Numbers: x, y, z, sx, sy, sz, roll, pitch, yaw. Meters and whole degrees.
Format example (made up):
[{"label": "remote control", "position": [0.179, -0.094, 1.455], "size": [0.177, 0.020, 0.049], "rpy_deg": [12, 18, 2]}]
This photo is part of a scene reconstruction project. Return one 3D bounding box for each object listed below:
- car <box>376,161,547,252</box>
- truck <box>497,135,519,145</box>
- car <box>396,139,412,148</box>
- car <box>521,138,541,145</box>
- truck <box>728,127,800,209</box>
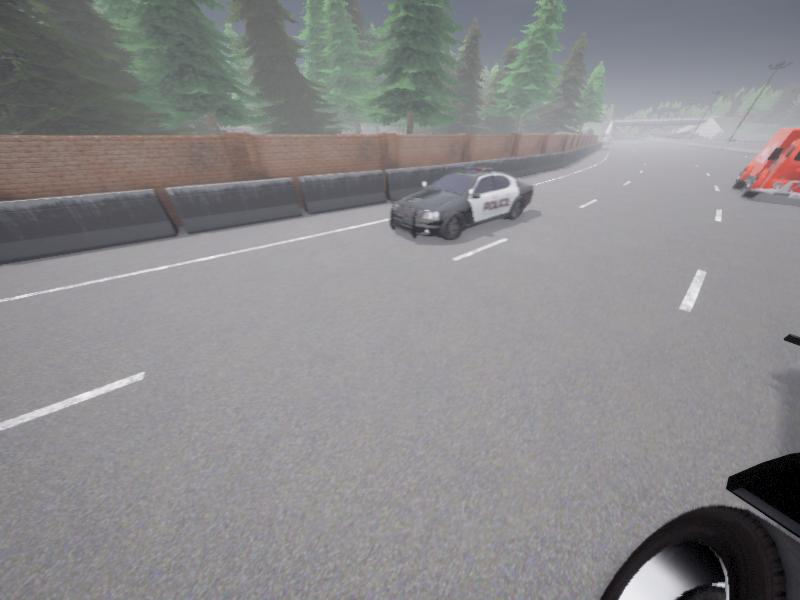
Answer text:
[{"label": "car", "position": [1.976, -3.124, 7.031], "size": [4.974, 1.542, 2.038], "rpy_deg": [-24, 41, -30]}, {"label": "truck", "position": [34.599, -51.297, 74.119], "size": [5.204, 2.467, 2.627], "rpy_deg": [24, 42, 31]}, {"label": "car", "position": [1.112, -43.237, 63.873], "size": [1.932, 1.855, 4.605], "rpy_deg": [26, 43, 32]}, {"label": "car", "position": [40.114, -48.500, 70.791], "size": [4.856, 1.649, 2.033], "rpy_deg": [24, 42, 31]}, {"label": "truck", "position": [16.674, -5.615, 9.540], "size": [5.204, 2.467, 2.627], "rpy_deg": [-29, 45, -33]}]
